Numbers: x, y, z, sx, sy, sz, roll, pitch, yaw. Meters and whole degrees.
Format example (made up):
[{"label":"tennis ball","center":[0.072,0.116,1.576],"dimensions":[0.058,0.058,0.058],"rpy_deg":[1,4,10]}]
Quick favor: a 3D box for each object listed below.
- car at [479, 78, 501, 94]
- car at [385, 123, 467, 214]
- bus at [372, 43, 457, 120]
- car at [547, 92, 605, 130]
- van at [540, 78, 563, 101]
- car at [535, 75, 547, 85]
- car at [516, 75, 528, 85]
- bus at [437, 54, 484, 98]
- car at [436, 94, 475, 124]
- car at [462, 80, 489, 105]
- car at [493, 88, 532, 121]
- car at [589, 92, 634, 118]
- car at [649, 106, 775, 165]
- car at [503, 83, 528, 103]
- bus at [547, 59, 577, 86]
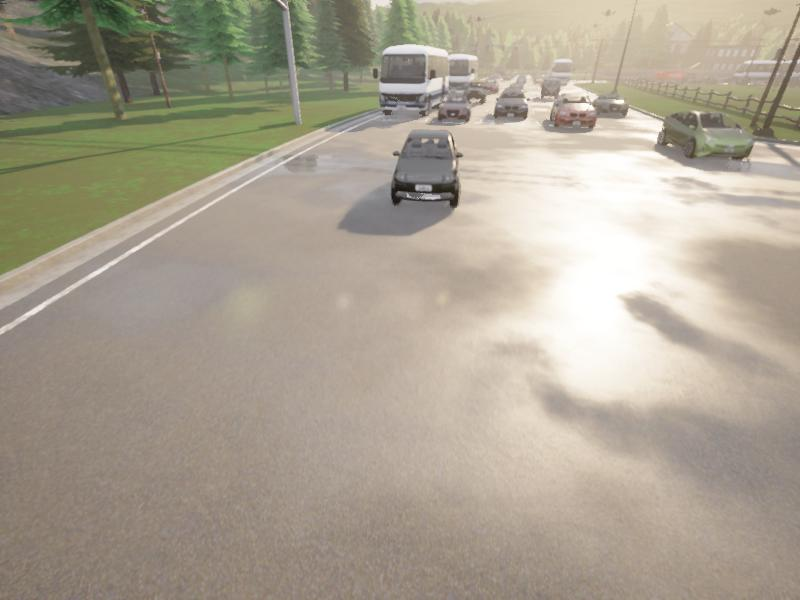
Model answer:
[{"label":"car","center":[11.766,-27.774,51.917],"dimensions":[2.242,1.667,4.611],"rpy_deg":[8,31,13]},{"label":"car","center":[0.765,-3.690,10.781],"dimensions":[1.789,1.549,3.705],"rpy_deg":[3,30,5]},{"label":"bus","center":[1.443,-16.345,29.746],"dimensions":[3.944,4.253,10.273],"rpy_deg":[8,31,13]},{"label":"car","center":[10.290,-11.330,23.796],"dimensions":[2.242,1.667,4.611],"rpy_deg":[7,31,11]},{"label":"van","center":[15.964,-22.319,42.305],"dimensions":[1.775,1.987,4.442],"rpy_deg":[8,31,13]},{"label":"car","center":[27.072,-42.341,77.020],"dimensions":[1.801,1.575,5.366],"rpy_deg":[8,31,13]},{"label":"car","center":[23.848,-43.120,78.280],"dimensions":[2.033,1.649,4.856],"rpy_deg":[8,31,13]},{"label":"bus","center":[7.548,-27.604,49.035],"dimensions":[3.944,4.253,10.273],"rpy_deg":[8,32,13]},{"label":"car","center":[3.672,-12.442,25.947],"dimensions":[1.994,1.385,4.181],"rpy_deg":[7,31,11]},{"label":"car","center":[7.138,-19.458,37.452],"dimensions":[1.905,1.878,3.866],"rpy_deg":[8,31,13]},{"label":"car","center":[7.717,-13.545,27.562],"dimensions":[2.242,1.667,4.611],"rpy_deg":[7,31,12]},{"label":"car","center":[15.436,-14.409,29.392],"dimensions":[1.994,1.385,4.181],"rpy_deg":[8,31,13]},{"label":"car","center":[12.168,-6.734,16.091],"dimensions":[2.007,1.525,4.514],"rpy_deg":[5,31,8]},{"label":"car","center":[11.711,-20.985,40.496],"dimensions":[2.163,1.488,4.792],"rpy_deg":[8,31,13]},{"label":"bus","center":[31.111,-43.991,77.224],"dimensions":[3.944,4.253,10.273],"rpy_deg":[8,31,13]}]
